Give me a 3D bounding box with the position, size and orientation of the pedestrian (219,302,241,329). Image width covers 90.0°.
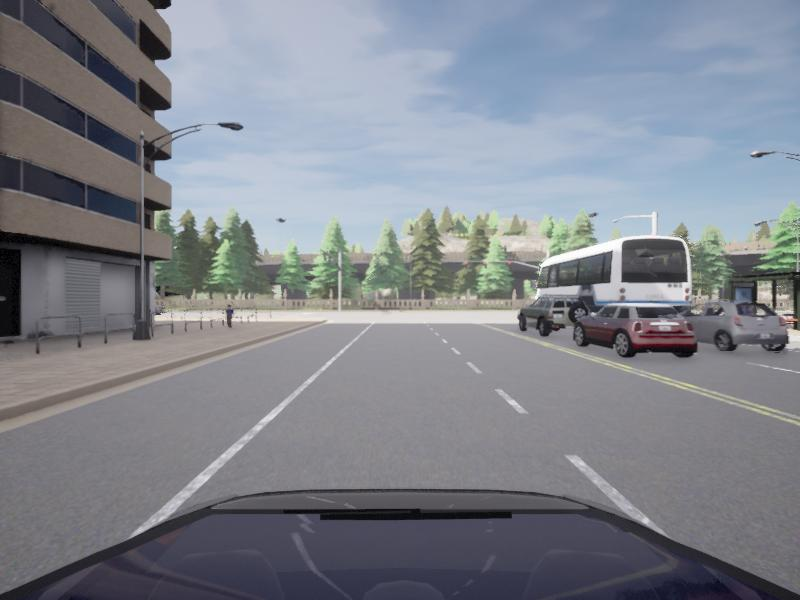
[{"bbox_3d":[-8.371,0.751,19.728,0.751,1.300,0.751,0,0,0],"label":"pedestrian"}]

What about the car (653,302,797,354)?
[{"bbox_3d":[10.478,0.814,13.297,1.845,1.501,3.633,0,0,0],"label":"car"}]

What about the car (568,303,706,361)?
[{"bbox_3d":[6.971,0.843,12.321,1.970,1.475,3.806,0,0,0],"label":"car"}]

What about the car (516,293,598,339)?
[{"bbox_3d":[6.962,0.637,18.339,1.932,1.855,4.605,0,0,0],"label":"car"}]

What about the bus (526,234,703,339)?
[{"bbox_3d":[10.334,-0.552,21.387,3.944,4.253,10.273,0,0,0],"label":"bus"}]
